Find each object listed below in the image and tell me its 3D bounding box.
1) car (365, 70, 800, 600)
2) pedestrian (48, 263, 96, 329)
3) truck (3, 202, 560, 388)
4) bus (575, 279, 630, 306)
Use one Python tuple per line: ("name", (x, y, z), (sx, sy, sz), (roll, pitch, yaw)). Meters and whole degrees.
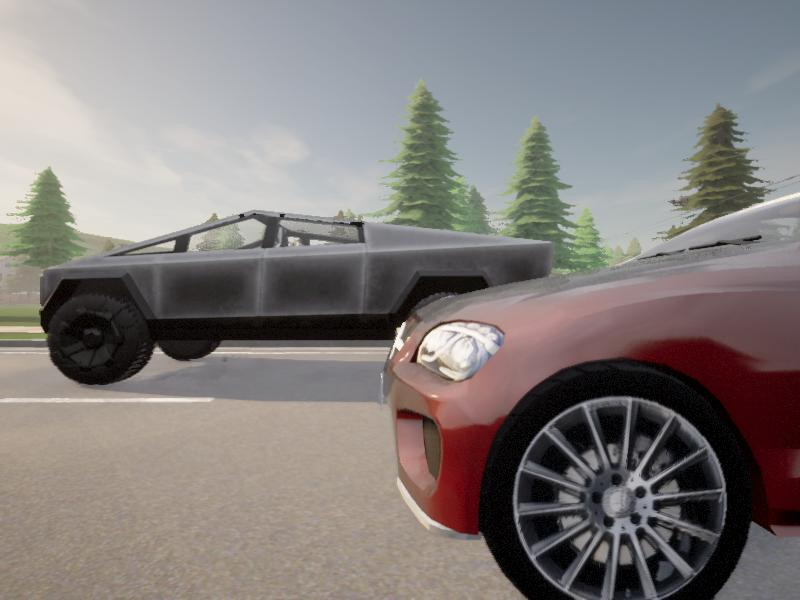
("car", (2.416, 0.179, 2.198), (5.027, 1.651, 2.152), (0, 0, 0))
("pedestrian", (-9.436, -0.111, 11.539), (0.751, 1.860, 0.751), (0, 0, 1))
("truck", (-1.337, -0.057, 5.700), (6.274, 2.098, 2.390), (0, 0, 0))
("bus", (33.574, -1.154, 67.003), (3.944, 4.253, 10.273), (0, 0, 1))
